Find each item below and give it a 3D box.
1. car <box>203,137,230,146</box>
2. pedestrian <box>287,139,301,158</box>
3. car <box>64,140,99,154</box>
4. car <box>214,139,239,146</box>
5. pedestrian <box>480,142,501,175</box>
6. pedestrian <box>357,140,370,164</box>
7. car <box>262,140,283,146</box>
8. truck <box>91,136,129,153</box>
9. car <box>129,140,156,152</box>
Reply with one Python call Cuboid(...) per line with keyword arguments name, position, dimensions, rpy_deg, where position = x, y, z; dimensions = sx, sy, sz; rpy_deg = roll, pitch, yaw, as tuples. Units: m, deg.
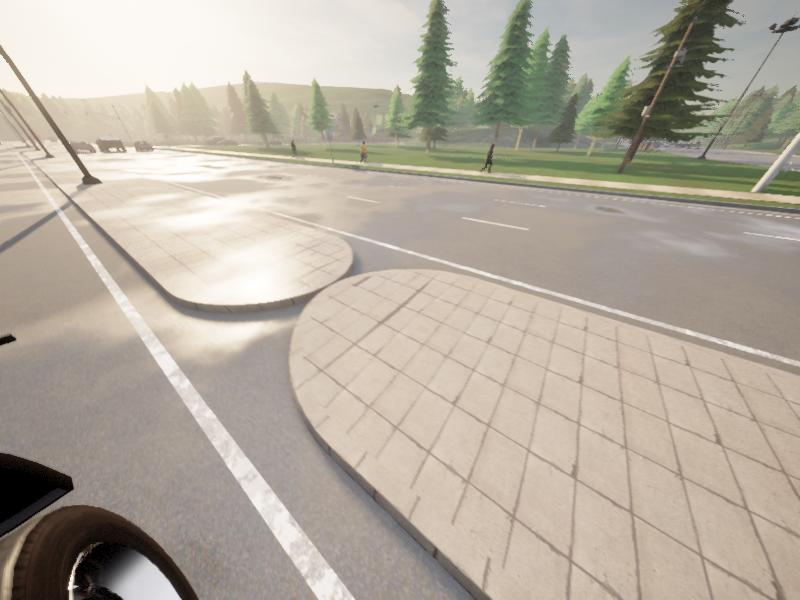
Cuboid(name="car", position=(-52.992, -45.944, 66.819), dimensions=(2.150, 2.045, 5.566), rpy_deg=(23, 41, 29))
Cuboid(name="pedestrian", position=(-12.295, -17.563, 26.792), dimensions=(0.751, 1.860, 0.751), rpy_deg=(24, 41, 29))
Cuboid(name="car", position=(-48.807, -23.500, 35.373), dimensions=(5.027, 1.651, 2.152), rpy_deg=(22, 41, 28))
Cuboid(name="car", position=(-47.505, -43.192, 63.433), dimensions=(1.837, 1.490, 4.892), rpy_deg=(23, 41, 29))
Cuboid(name="pedestrian", position=(6.115, -9.631, 15.716), dimensions=(0.751, 1.860, 0.751), rpy_deg=(24, 42, 30))
Cuboid(name="pedestrian", position=(-3.345, -13.703, 21.402), dimensions=(0.751, 1.860, 0.751), rpy_deg=(24, 41, 29))
Cuboid(name="car", position=(-38.195, -47.067, 69.075), dimensions=(2.128, 1.511, 4.902), rpy_deg=(23, 41, 29))
Cuboid(name="truck", position=(-48.405, -26.003, 38.512), dimensions=(6.274, 2.098, 2.390), rpy_deg=(22, 41, 28))
Cuboid(name="car", position=(-44.372, -26.606, 39.837), dimensions=(3.988, 1.617, 1.851), rpy_deg=(22, 41, 28))
